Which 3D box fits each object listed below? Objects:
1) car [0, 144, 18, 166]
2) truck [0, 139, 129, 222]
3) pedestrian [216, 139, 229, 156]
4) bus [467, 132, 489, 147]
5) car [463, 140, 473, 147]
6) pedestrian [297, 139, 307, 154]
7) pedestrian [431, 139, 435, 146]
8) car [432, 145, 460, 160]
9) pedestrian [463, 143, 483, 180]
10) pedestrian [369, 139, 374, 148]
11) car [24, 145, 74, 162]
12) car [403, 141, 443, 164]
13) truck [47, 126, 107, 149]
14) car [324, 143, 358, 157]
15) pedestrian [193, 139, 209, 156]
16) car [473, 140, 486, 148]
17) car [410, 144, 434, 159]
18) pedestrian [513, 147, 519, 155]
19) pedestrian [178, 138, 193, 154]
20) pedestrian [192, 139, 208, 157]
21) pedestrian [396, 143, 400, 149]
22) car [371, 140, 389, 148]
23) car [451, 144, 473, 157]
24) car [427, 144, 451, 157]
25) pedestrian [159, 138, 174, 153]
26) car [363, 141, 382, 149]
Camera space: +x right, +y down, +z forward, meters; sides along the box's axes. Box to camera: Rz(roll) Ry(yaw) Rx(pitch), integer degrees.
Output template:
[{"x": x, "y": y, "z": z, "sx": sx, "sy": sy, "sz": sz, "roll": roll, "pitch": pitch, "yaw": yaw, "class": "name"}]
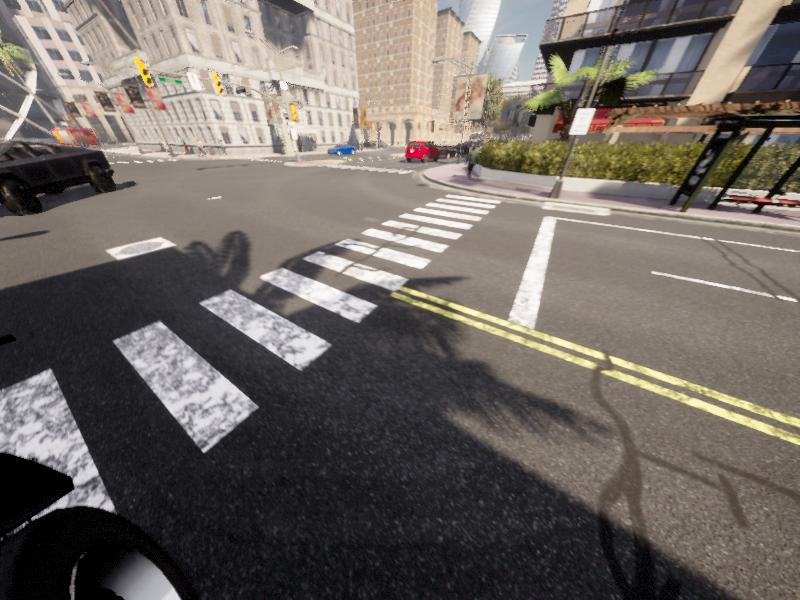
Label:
[{"x": -37.675, "y": -13.393, "z": 21.222, "sx": 5.366, "sy": 1.575, "sz": 1.801, "roll": 20, "pitch": 40, "yaw": 26, "class": "car"}, {"x": -14.450, "y": -4.862, "z": 8.875, "sx": 2.390, "sy": 2.098, "sz": 6.274, "roll": -11, "pitch": 37, "yaw": -15, "class": "truck"}, {"x": -23.799, "y": -20.495, "z": 30.978, "sx": 0.751, "sy": 1.860, "sz": 0.751, "roll": -27, "pitch": 44, "yaw": -34, "class": "pedestrian"}, {"x": 28.177, "y": -57.808, "z": 83.089, "sx": 3.944, "sy": 4.253, "sz": 10.273, "roll": 20, "pitch": 39, "yaw": 25, "class": "bus"}, {"x": 22.513, "y": -51.730, "z": 76.427, "sx": 1.905, "sy": 1.878, "sz": 3.866, "roll": 20, "pitch": 39, "yaw": 25, "class": "car"}, {"x": -15.399, "y": -24.148, "z": 36.294, "sx": 0.751, "sy": 1.860, "sz": 0.751, "roll": -26, "pitch": 43, "yaw": -32, "class": "pedestrian"}, {"x": 11.176, "y": -53.415, "z": 78.395, "sx": 0.751, "sy": 1.860, "sz": 0.751, "roll": 20, "pitch": 40, "yaw": 26, "class": "pedestrian"}, {"x": 6.384, "y": -20.249, "z": 31.621, "sx": 1.837, "sy": 1.490, "sz": 4.892, "roll": 20, "pitch": 39, "yaw": 25, "class": "car"}, {"x": 4.427, "y": -8.454, "z": 14.133, "sx": 0.751, "sy": 1.860, "sz": 0.751, "roll": 5, "pitch": 35, "yaw": 6, "class": "pedestrian"}, {"x": -6.836, "y": -37.763, "z": 55.833, "sx": 0.751, "sy": 1.860, "sz": 0.751, "roll": 9, "pitch": 36, "yaw": 12, "class": "pedestrian"}, {"x": -37.414, "y": -15.650, "z": 24.631, "sx": 4.181, "sy": 1.385, "sz": 1.994, "roll": 19, "pitch": 39, "yaw": 25, "class": "car"}, {"x": 2.705, "y": -17.053, "z": 26.532, "sx": 2.150, "sy": 2.045, "sz": 5.566, "roll": 20, "pitch": 39, "yaw": 25, "class": "car"}, {"x": -70.179, "y": -35.630, "z": 50.612, "sx": 2.891, "sy": 3.827, "sz": 8.468, "roll": -12, "pitch": 37, "yaw": -16, "class": "truck"}, {"x": -8.731, "y": -22.687, "z": 34.879, "sx": 1.882, "sy": 1.535, "sz": 5.008, "roll": 20, "pitch": 39, "yaw": 25, "class": "car"}, {"x": -26.406, "y": -20.274, "z": 30.631, "sx": 0.751, "sy": 1.860, "sz": 0.751, "roll": 20, "pitch": 40, "yaw": 26, "class": "pedestrian"}, {"x": 25.901, "y": -51.104, "z": 75.428, "sx": 2.150, "sy": 2.045, "sz": 5.566, "roll": 20, "pitch": 39, "yaw": 25, "class": "car"}, {"x": 3.074, "y": -21.038, "z": 32.655, "sx": 1.789, "sy": 1.549, "sz": 3.705, "roll": 20, "pitch": 39, "yaw": 25, "class": "car"}, {"x": 18.188, "y": -23.266, "z": 36.107, "sx": 0.500, "sy": 1.100, "sz": 0.500, "roll": 20, "pitch": 40, "yaw": 26, "class": "pedestrian"}, {"x": -30.383, "y": -21.762, "z": 32.705, "sx": 0.751, "sy": 1.860, "sz": 0.751, "roll": 20, "pitch": 40, "yaw": 26, "class": "pedestrian"}, {"x": -24.625, "y": -18.749, "z": 28.475, "sx": 0.751, "sy": 1.860, "sz": 0.751, "roll": 26, "pitch": 43, "yaw": 32, "class": "pedestrian"}, {"x": -0.602, "y": -40.548, "z": 60.638, "sx": 0.751, "sy": 1.300, "sz": 0.751, "roll": 27, "pitch": 43, "yaw": 32, "class": "pedestrian"}, {"x": -5.501, "y": -43.281, "z": 64.194, "sx": 4.611, "sy": 1.667, "sz": 2.242, "roll": 19, "pitch": 39, "yaw": 24, "class": "car"}, {"x": 9.708, "y": -23.367, "z": 36.014, "sx": 1.851, "sy": 1.617, "sz": 3.988, "roll": 20, "pitch": 39, "yaw": 25, "class": "car"}, {"x": 6.317, "y": -24.029, "z": 36.987, "sx": 2.007, "sy": 1.525, "sz": 4.514, "roll": 20, "pitch": 39, "yaw": 25, "class": "car"}, {"x": -34.954, "y": -23.094, "z": 34.552, "sx": 0.751, "sy": 1.860, "sz": 0.751, "roll": 21, "pitch": 40, "yaw": 26, "class": "pedestrian"}, {"x": -7.361, "y": -41.496, "z": 61.753, "sx": 4.514, "sy": 1.525, "sz": 2.007, "roll": 20, "pitch": 39, "yaw": 25, "class": "car"}]
